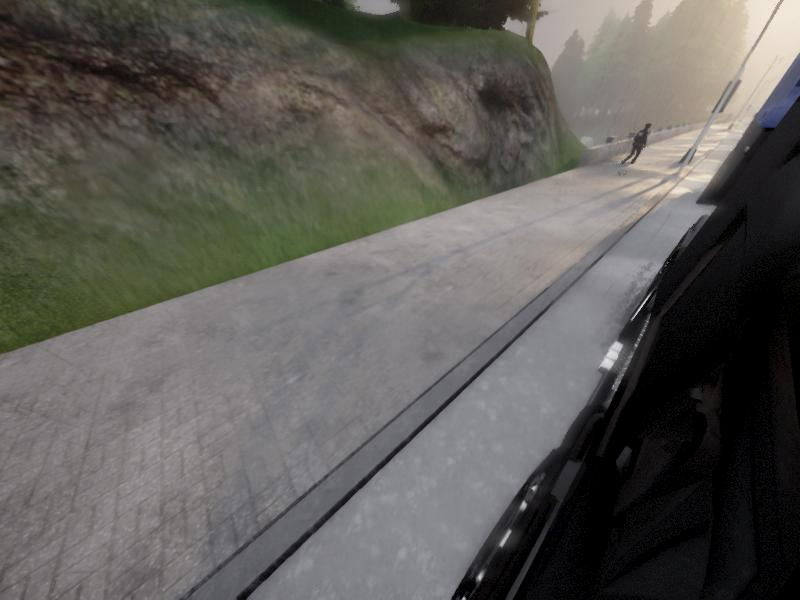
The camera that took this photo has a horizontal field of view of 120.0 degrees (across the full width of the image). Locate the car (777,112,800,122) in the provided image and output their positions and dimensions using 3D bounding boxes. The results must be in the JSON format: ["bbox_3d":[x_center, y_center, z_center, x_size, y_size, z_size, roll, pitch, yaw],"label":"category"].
[{"bbox_3d":[87.503,-41.282,52.085,4.974,1.542,2.038,-28,44,-30],"label":"car"}]

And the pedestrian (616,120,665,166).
[{"bbox_3d":[12.136,-7.938,11.728,0.751,1.860,0.751,-10,37,-10],"label":"pedestrian"}]

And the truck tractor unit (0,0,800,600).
[{"bbox_3d":[2.645,-0.295,0.352,6.516,4.208,3.053,-28,44,-30],"label":"truck tractor unit"}]

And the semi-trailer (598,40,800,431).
[{"bbox_3d":[8.697,-3.603,4.234,14.254,4.402,2.717,-28,44,-30],"label":"semi-trailer"}]
